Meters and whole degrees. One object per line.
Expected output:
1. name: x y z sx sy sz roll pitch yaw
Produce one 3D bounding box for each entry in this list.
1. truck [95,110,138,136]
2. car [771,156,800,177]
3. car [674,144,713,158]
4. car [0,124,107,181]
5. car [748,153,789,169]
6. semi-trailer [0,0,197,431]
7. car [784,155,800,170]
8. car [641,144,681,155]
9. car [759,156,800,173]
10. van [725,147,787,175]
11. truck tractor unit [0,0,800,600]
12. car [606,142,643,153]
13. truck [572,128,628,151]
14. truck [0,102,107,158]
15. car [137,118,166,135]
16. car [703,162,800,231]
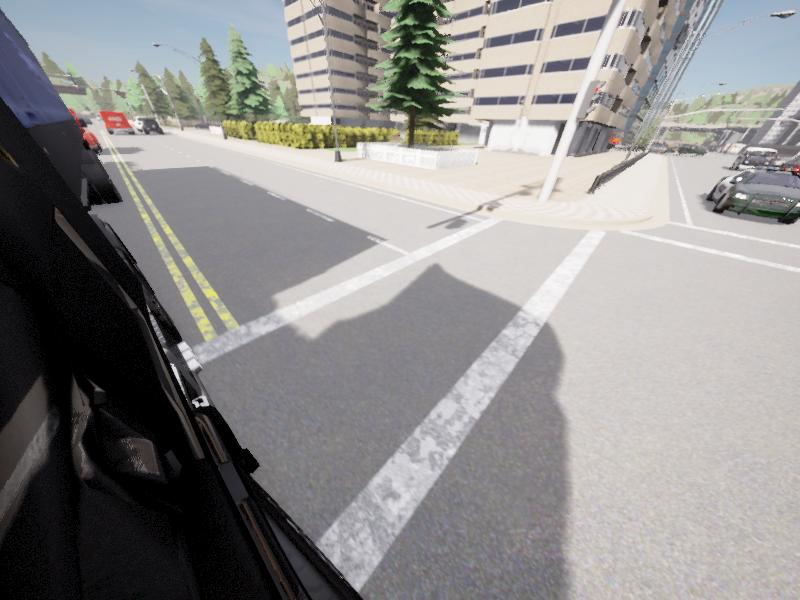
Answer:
1. truck: -37.925 -23.643 30.876 5.204 2.467 2.627 31 45 32
2. car: 38.988 -12.911 22.366 2.163 1.488 4.792 31 45 33
3. car: 53.711 -27.403 42.400 3.866 1.878 1.905 30 45 32
4. car: -15.267 -6.666 10.226 4.611 1.667 2.242 31 45 33
5. car: 48.195 -18.362 30.333 1.812 1.442 4.674 31 45 33
6. semi-trailer: -8.479 -3.741 4.438 14.254 4.402 2.717 31 45 32
7. car: 51.131 -17.055 28.812 2.033 1.411 5.357 31 45 33
8. car: 53.008 -30.783 47.130 4.974 1.542 2.038 21 40 23
9. car: 43.384 -15.446 26.219 1.895 1.301 4.718 31 45 33
10. van: 35.468 -14.064 23.212 2.069 2.038 4.480 31 45 32
11. truck tractor unit: -2.645 -0.295 0.351 6.516 4.208 3.053 28 44 30
12. car: 46.366 -31.607 47.757 5.238 1.638 1.930 30 45 32
13. truck: 44.812 -36.297 52.121 8.468 3.827 2.891 31 45 32
14. truck: -21.556 -10.820 14.725 5.204 2.467 2.627 31 45 33
15. car: -36.181 -25.243 33.626 3.866 1.878 1.905 31 45 33
16. car: 14.239 -4.313 9.130 2.038 1.542 4.974 32 45 33
